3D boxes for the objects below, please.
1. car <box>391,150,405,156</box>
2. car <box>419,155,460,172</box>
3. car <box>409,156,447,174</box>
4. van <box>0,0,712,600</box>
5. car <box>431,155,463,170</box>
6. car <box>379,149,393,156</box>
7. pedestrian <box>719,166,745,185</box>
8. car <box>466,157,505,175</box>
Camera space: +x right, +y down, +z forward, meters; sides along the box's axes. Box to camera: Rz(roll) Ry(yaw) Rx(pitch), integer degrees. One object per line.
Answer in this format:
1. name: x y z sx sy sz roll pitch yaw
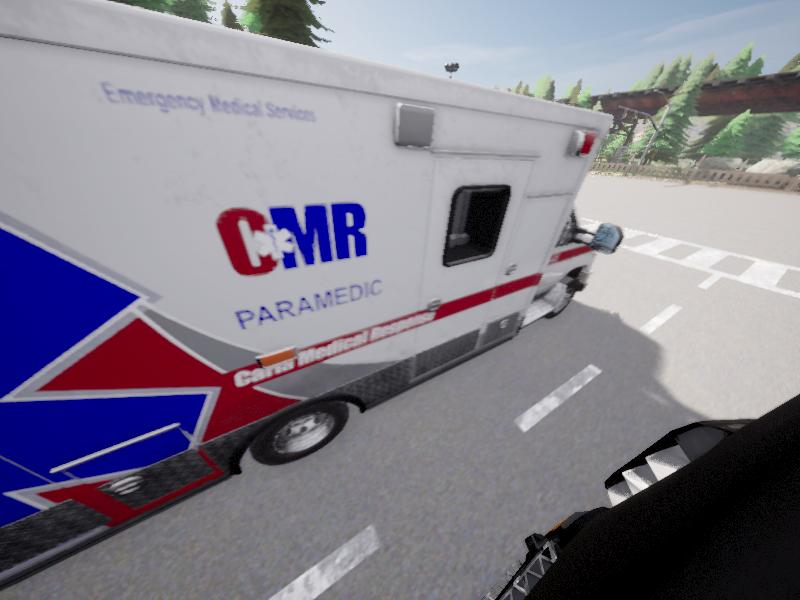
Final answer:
1. car: -0.631 -41.784 65.729 1.895 1.301 4.718 -16 38 -26
2. car: 4.716 -16.984 28.664 2.033 1.411 5.357 -16 38 -26
3. car: 2.972 -14.829 25.303 1.994 1.385 4.181 -16 38 -26
4. van: -0.013 -0.572 2.616 6.366 2.431 2.351 -16 38 -26
5. car: 6.381 -18.968 31.809 1.994 1.385 4.181 -17 39 -28
6. car: -3.976 -41.335 64.599 2.128 1.511 4.902 -16 38 -26
7. pedestrian: 36.923 -13.851 25.704 0.751 1.860 0.751 -15 37 -25
8. car: 9.893 -15.725 27.094 1.970 1.475 3.806 -15 38 -26
